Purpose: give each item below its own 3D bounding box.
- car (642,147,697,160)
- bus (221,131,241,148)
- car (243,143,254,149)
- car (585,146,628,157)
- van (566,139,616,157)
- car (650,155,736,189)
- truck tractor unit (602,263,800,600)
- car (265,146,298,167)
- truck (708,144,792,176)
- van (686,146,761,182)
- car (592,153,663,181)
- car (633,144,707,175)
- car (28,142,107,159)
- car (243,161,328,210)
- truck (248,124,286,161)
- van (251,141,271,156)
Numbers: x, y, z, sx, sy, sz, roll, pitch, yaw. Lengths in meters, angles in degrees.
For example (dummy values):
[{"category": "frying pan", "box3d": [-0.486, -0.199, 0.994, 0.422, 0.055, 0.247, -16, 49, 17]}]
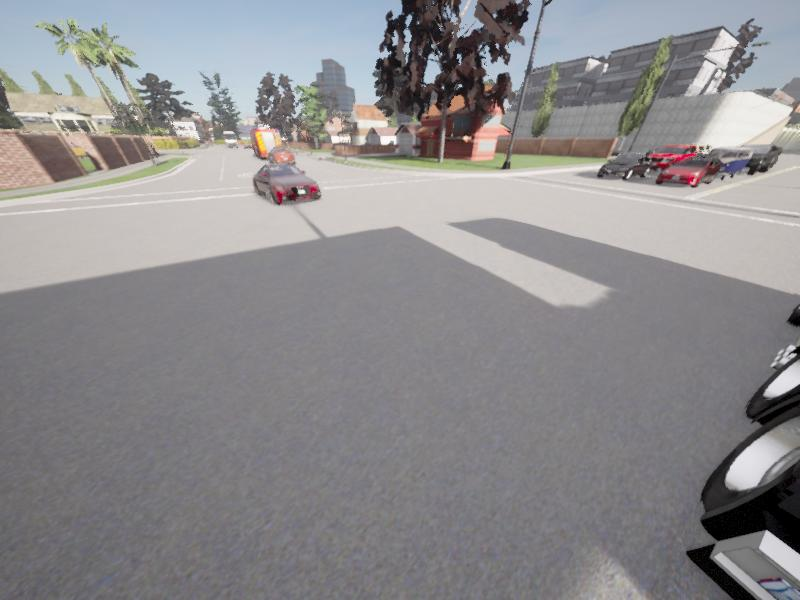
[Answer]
[{"category": "car", "box3d": [41.052, -22.484, 35.378, 2.128, 1.511, 4.902, -18, 39, -25]}, {"category": "bus", "box3d": [-55.077, -52.343, 75.372, 3.944, 4.253, 10.273, -19, 39, -26]}, {"category": "car", "box3d": [-42.525, -43.132, 64.774, 1.895, 1.301, 4.718, -19, 39, -26]}, {"category": "car", "box3d": [36.801, -26.572, 41.345, 2.033, 1.411, 5.357, -18, 39, -25]}, {"category": "van", "box3d": [33.157, -26.644, 40.421, 1.988, 2.561, 5.915, -18, 39, -25]}, {"category": "car", "box3d": [18.450, -8.163, 14.586, 4.514, 1.525, 2.007, -18, 39, -24]}, {"category": "truck tractor unit", "box3d": [5.112, -0.298, 0.788, 6.516, 4.208, 3.053, -18, 39, -24]}, {"category": "car", "box3d": [-13.073, -15.886, 25.428, 2.152, 1.651, 5.027, -19, 39, -26]}, {"category": "truck", "box3d": [30.159, -12.168, 19.930, 6.274, 2.098, 2.390, -17, 39, -24]}, {"category": "van", "box3d": [23.730, -10.079, 16.978, 4.442, 1.987, 1.775, -18, 39, -24]}, {"category": "car", "box3d": [16.893, -9.948, 17.176, 4.892, 1.490, 1.837, -18, 39, -24]}, {"category": "car", "box3d": [23.525, -12.315, 20.144, 5.566, 2.045, 2.150, -18, 39, -24]}, {"category": "car", "box3d": [-40.456, -18.435, 28.379, 5.027, 1.636, 2.152, -19, 39, -26]}, {"category": "car", "box3d": [-5.308, -5.415, 10.580, 1.994, 1.385, 4.181, -26, 42, -33]}, {"category": "truck", "box3d": [-18.716, -22.036, 32.321, 2.891, 3.827, 8.468, -19, 39, -25]}, {"category": "van", "box3d": [-23.515, -25.581, 39.010, 1.775, 1.987, 4.442, -21, 40, -27]}]
